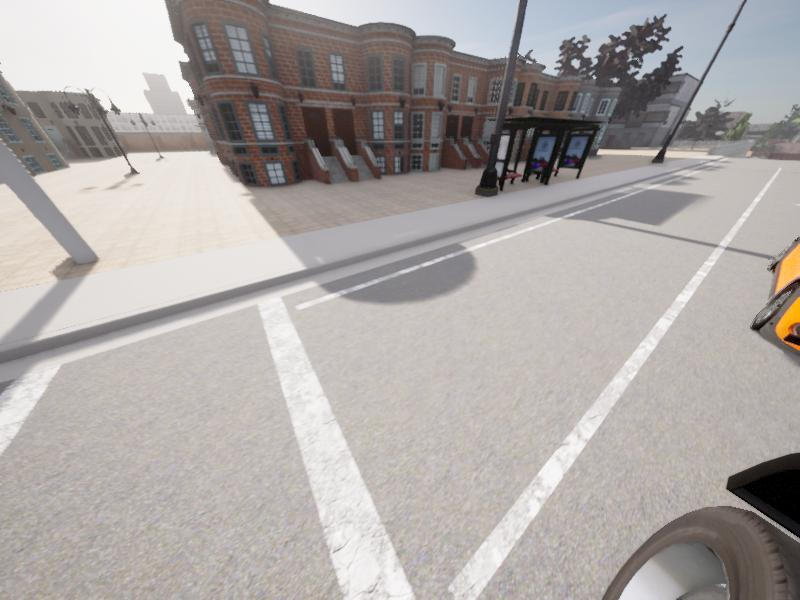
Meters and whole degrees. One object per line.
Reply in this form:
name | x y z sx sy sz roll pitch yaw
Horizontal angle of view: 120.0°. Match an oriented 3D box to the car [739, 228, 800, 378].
car | 6.722 -0.316 2.750 4.553 1.767 2.097 -22 41 -28
